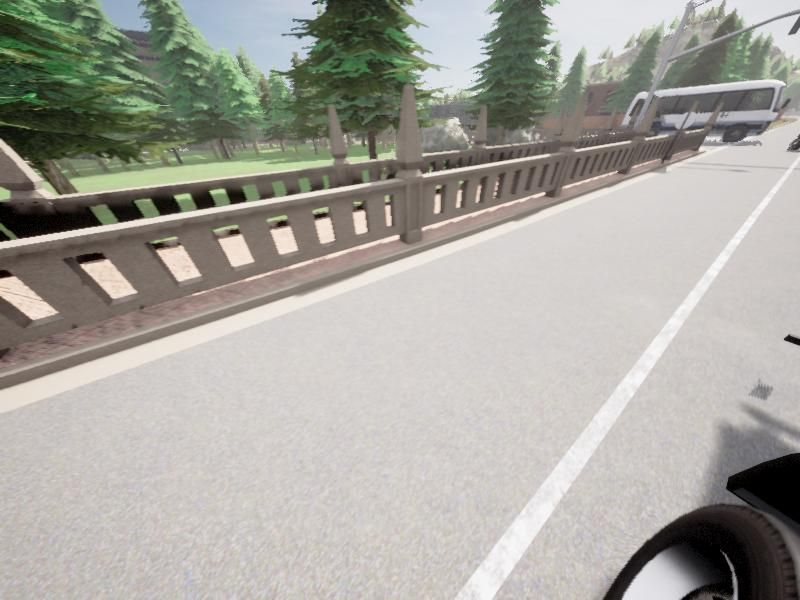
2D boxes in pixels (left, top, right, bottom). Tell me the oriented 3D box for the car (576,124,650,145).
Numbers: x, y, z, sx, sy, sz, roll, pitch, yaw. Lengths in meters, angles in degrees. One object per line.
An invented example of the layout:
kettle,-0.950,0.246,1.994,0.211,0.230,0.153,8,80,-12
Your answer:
car,22.536,-17.739,24.800,1.801,1.575,5.366,-24,41,-26

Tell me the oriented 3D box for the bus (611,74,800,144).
bus,28.348,-17.828,22.270,3.944,4.253,10.273,-25,42,-27

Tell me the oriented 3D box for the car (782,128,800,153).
car,25.803,-9.516,13.573,1.845,1.501,3.633,16,41,23
